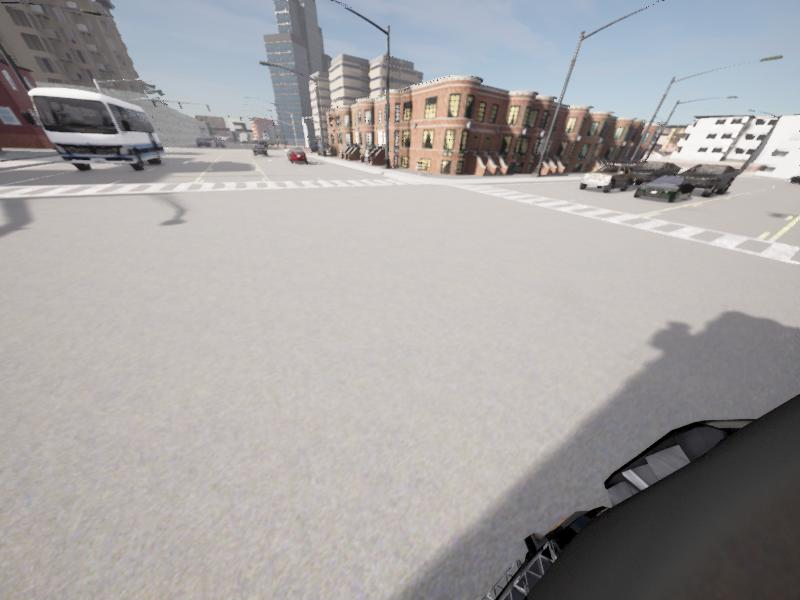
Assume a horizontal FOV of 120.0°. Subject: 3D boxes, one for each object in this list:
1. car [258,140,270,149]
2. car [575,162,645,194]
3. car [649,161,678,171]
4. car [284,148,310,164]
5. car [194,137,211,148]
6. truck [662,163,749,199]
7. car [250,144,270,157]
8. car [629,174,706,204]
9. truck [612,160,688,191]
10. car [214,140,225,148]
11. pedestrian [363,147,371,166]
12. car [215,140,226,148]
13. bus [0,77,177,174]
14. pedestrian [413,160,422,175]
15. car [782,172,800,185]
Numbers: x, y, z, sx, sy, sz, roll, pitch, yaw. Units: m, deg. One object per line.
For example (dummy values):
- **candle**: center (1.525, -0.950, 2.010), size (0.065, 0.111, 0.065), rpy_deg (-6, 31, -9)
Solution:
- **car**: center (-39.854, -45.390, 67.510), size (2.150, 2.045, 5.566), rpy_deg (-16, 38, -26)
- **car**: center (15.961, -9.348, 17.582), size (4.605, 1.855, 1.932), rpy_deg (-16, 38, -26)
- **car**: center (65.288, -33.153, 57.267), size (1.905, 1.878, 3.866), rpy_deg (-10, 36, -18)
- **car**: center (-12.964, -18.136, 28.977), size (2.163, 1.488, 4.792), rpy_deg (-13, 37, -23)
- **car**: center (-49.773, -39.772, 58.277), size (2.150, 2.045, 5.566), rpy_deg (-16, 38, -26)
- **truck**: center (24.205, -9.546, 18.315), size (6.274, 2.098, 2.390), rpy_deg (-16, 38, -26)
- **car**: center (-22.546, -24.119, 37.236), size (2.128, 1.511, 4.902), rpy_deg (-16, 38, -26)
- **car**: center (17.527, -7.349, 15.150), size (4.181, 1.385, 1.994), rpy_deg (-16, 38, -26)
- **truck**: center (22.610, -11.327, 20.877), size (6.274, 2.098, 2.390), rpy_deg (-16, 38, -26)
- **car**: center (-46.380, -40.065, 59.404), size (1.789, 1.549, 3.705), rpy_deg (-16, 38, -26)
- **pedestrian**: center (-3.807, -16.747, 26.922), size (0.751, 1.860, 0.751), rpy_deg (-9, 35, -18)
- **car**: center (-50.148, -43.789, 64.761), size (1.882, 1.535, 5.008), rpy_deg (-16, 38, -26)
- **bus**: center (-20.987, -12.313, 17.074), size (3.944, 4.253, 10.273), rpy_deg (-16, 38, -26)
- **pedestrian**: center (1.555, -11.563, 20.204), size (0.500, 1.100, 0.500), rpy_deg (25, 39, 30)
- **car**: center (59.213, -17.422, 33.382), size (1.882, 1.535, 5.008), rpy_deg (19, 37, 22)
